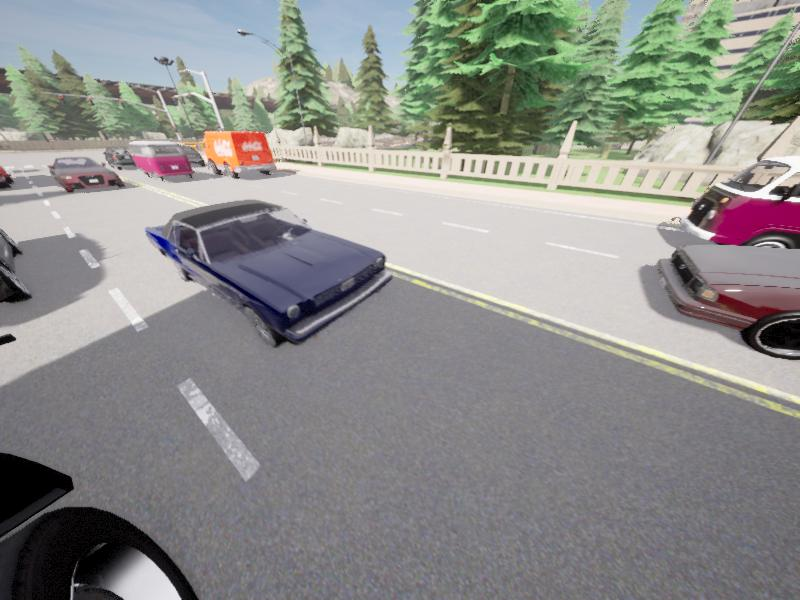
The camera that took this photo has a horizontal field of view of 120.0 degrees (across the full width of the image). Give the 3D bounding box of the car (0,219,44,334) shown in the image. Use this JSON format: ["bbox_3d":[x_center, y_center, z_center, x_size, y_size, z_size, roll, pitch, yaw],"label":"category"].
[{"bbox_3d":[-8.026,-0.798,3.565,5.238,1.638,1.930,22,41,28],"label":"car"}]

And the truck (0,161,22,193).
[{"bbox_3d":[-21.680,-6.686,11.115,5.204,2.467,2.627,22,41,28],"label":"truck"}]

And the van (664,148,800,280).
[{"bbox_3d":[8.832,-1.501,4.308,4.480,2.038,2.069,23,41,28],"label":"van"}]

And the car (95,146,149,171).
[{"bbox_3d":[-22.915,-11.750,19.060,3.705,1.549,1.789,22,41,28],"label":"car"}]

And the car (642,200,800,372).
[{"bbox_3d":[6.508,0.282,2.328,5.357,1.411,2.033,22,41,28],"label":"car"}]

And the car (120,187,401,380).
[{"bbox_3d":[-2.464,-0.860,3.982,4.718,1.301,1.895,22,41,28],"label":"car"}]

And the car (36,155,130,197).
[{"bbox_3d":[-16.074,-6.426,11.722,4.181,1.385,1.994,22,41,28],"label":"car"}]

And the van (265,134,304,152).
[{"bbox_3d":[-21.258,-29.109,42.776,1.988,2.561,5.915,22,41,28],"label":"van"}]

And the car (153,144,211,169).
[{"bbox_3d":[-19.313,-12.781,20.474,4.856,1.649,2.033,22,41,28],"label":"car"}]

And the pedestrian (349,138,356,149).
[{"bbox_3d":[-9.320,-30.878,45.613,0.751,1.860,0.751,22,41,28],"label":"pedestrian"}]

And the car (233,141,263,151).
[{"bbox_3d":[-28.952,-29.420,44.096,1.816,1.474,4.193,22,41,28],"label":"car"}]

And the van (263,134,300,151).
[{"bbox_3d":[-23.205,-31.028,45.481,1.988,2.561,5.915,22,41,28],"label":"van"}]

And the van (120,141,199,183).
[{"bbox_3d":[-14.953,-8.691,14.394,4.442,1.987,1.775,22,41,28],"label":"van"}]

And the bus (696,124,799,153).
[{"bbox_3d":[67.817,-32.039,45.798,3.944,4.253,10.273,-28,44,-34],"label":"bus"}]

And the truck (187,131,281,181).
[{"bbox_3d":[-11.082,-9.788,15.543,5.204,2.467,2.627,22,40,28],"label":"truck"}]
